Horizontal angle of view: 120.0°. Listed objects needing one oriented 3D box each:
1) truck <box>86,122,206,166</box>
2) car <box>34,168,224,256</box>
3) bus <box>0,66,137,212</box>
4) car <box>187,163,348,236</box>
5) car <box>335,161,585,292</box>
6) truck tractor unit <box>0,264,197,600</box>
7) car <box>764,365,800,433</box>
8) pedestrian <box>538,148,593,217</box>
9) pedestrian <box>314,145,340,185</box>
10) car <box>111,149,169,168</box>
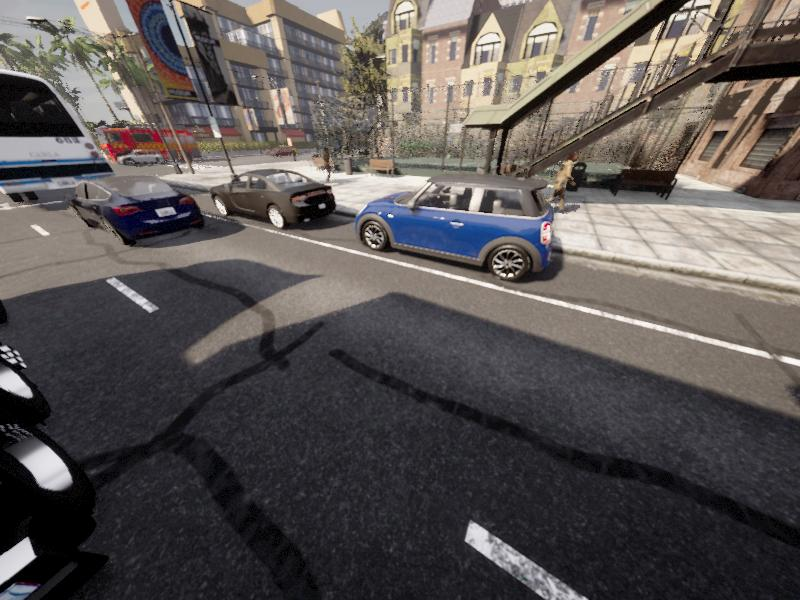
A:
[{"bbox_3d":[-29.832,-18.770,27.878,2.891,3.827,8.468,21,40,27],"label":"truck"},{"bbox_3d":[-8.049,-2.896,6.936,4.792,1.488,2.163,18,39,24],"label":"car"},{"bbox_3d":[-18.341,-7.307,10.908,10.273,4.253,3.944,17,38,25],"label":"bus"},{"bbox_3d":[-4.533,-3.686,7.997,5.008,1.535,2.097,18,39,24],"label":"car"},{"bbox_3d":[1.103,-2.046,5.378,4.553,1.767,2.185,18,39,24],"label":"car"},{"bbox_3d":[-5.107,-0.306,0.776,6.516,4.208,3.053,18,39,24],"label":"truck tractor unit"},{"bbox_3d":[5.866,1.669,0.343,5.357,1.411,2.033,18,39,24],"label":"car"},{"bbox_3d":[5.197,-3.740,7.411,0.751,1.860,0.751,12,37,17],"label":"pedestrian"},{"bbox_3d":[-4.061,-7.548,12.957,0.751,1.860,0.751,13,37,19],"label":"pedestrian"},{"bbox_3d":[-28.455,-15.637,25.417,1.970,1.475,3.806,27,43,33],"label":"car"}]
